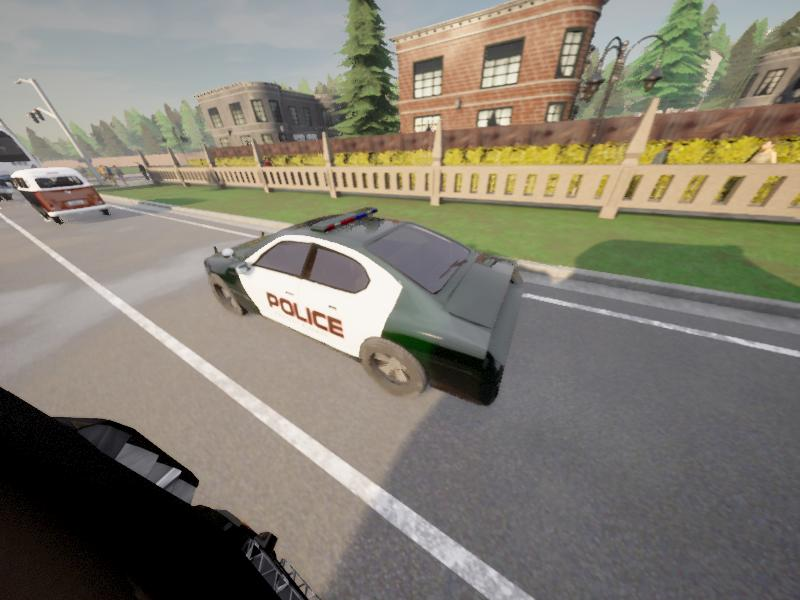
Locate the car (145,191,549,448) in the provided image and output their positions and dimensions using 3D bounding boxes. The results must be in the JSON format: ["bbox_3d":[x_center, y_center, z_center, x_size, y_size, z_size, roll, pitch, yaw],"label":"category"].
[{"bbox_3d":[-0.957,-0.479,3.382,4.974,1.542,2.038,16,38,26],"label":"car"}]

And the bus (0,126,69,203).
[{"bbox_3d":[-30.671,-10.326,17.901,10.273,4.253,3.944,20,39,32],"label":"bus"}]

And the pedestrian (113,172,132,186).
[{"bbox_3d":[-25.821,-11.266,21.528,0.500,1.100,0.500,0,34,4],"label":"pedestrian"}]

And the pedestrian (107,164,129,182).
[{"bbox_3d":[-34.007,-15.346,27.888,0.751,1.860,0.751,17,38,27],"label":"pedestrian"}]

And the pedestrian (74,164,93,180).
[{"bbox_3d":[-44.127,-17.891,32.212,0.751,1.860,0.751,20,40,30],"label":"pedestrian"}]

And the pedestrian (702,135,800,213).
[{"bbox_3d":[10.076,-3.582,6.654,0.751,1.860,0.751,11,36,20],"label":"pedestrian"}]

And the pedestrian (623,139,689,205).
[{"bbox_3d":[8.659,-4.357,7.926,0.751,1.860,0.751,17,38,27],"label":"pedestrian"}]

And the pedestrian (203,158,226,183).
[{"bbox_3d":[-16.741,-11.695,20.836,0.751,1.860,0.751,16,38,26],"label":"pedestrian"}]

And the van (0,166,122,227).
[{"bbox_3d":[-15.623,-4.873,10.603,4.480,2.038,2.069,16,38,26],"label":"van"}]

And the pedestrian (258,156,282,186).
[{"bbox_3d":[-9.565,-9.508,17.017,0.751,1.860,0.751,15,37,24],"label":"pedestrian"}]

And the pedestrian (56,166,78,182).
[{"bbox_3d":[-45.075,-17.087,31.292,0.751,1.860,0.751,12,36,21],"label":"pedestrian"}]

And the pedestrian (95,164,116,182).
[{"bbox_3d":[-36.134,-15.539,28.311,0.751,1.860,0.751,20,40,31],"label":"pedestrian"}]

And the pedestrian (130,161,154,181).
[{"bbox_3d":[-28.380,-14.206,25.465,0.751,1.860,0.751,0,34,4],"label":"pedestrian"}]

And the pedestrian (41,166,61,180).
[{"bbox_3d":[-54.002,-19.611,35.747,0.751,1.860,0.751,11,36,20],"label":"pedestrian"}]

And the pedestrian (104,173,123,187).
[{"bbox_3d":[-26.260,-11.007,21.168,0.500,1.100,0.500,5,34,12],"label":"pedestrian"}]

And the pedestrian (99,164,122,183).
[{"bbox_3d":[-34.251,-14.974,27.323,0.751,1.860,0.751,13,37,23],"label":"pedestrian"}]
